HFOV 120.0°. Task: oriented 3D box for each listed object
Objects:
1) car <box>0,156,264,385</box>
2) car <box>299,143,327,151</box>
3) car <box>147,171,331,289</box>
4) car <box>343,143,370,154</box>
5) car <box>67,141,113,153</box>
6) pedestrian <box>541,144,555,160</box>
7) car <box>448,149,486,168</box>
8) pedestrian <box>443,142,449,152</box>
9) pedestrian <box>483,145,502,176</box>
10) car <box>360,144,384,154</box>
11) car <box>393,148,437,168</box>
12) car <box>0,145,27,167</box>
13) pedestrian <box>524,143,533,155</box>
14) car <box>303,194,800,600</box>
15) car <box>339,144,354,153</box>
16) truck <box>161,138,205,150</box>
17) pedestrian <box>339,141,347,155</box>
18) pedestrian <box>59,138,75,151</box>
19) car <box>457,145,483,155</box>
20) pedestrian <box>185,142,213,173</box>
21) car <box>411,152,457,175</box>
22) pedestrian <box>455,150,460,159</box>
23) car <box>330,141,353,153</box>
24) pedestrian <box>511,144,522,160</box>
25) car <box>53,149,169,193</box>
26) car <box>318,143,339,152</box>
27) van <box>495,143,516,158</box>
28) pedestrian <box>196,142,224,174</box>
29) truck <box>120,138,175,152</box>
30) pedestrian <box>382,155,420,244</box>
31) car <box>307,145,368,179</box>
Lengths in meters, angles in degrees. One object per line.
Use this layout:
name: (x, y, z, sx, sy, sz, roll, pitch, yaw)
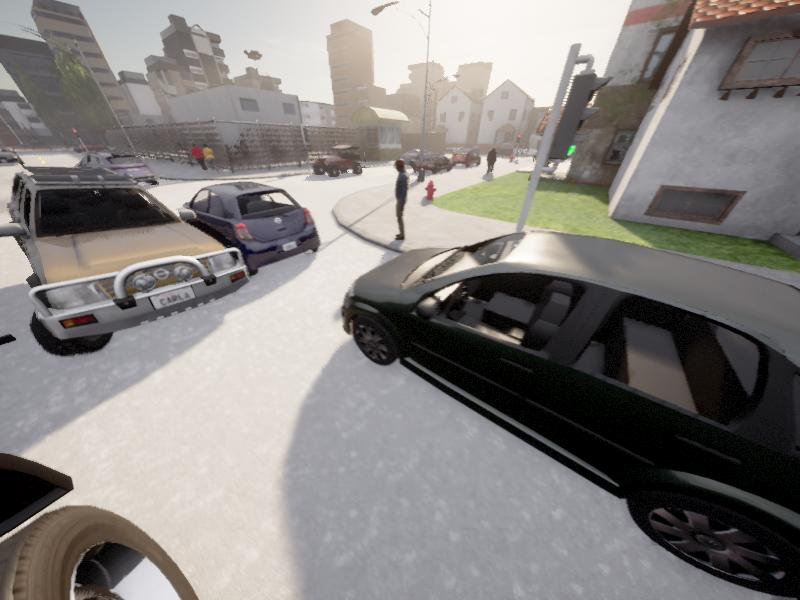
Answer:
car: (-4.678, -1.045, 3.805, 4.605, 1.855, 1.932, 24, 35, 26)
car: (-18.847, -33.314, 50.305, 2.033, 1.415, 5.357, 23, 41, 29)
car: (-3.618, -1.874, 5.290, 3.633, 1.501, 1.845, 23, 41, 29)
car: (-8.019, -28.175, 42.860, 2.242, 1.667, 4.611, 23, 41, 29)
car: (-51.083, -25.295, 38.173, 1.851, 1.617, 3.988, 4, 35, 4)
pedestrian: (20.717, -20.747, 32.342, 0.751, 1.860, 0.751, -8, 36, -12)
car: (7.171, -15.129, 24.560, 2.007, 1.525, 4.514, 23, 41, 29)
pedestrian: (10.002, -33.083, 49.949, 0.751, 1.860, 0.751, 29, 44, 35)
pedestrian: (6.825, -10.323, 17.118, 0.751, 1.860, 0.751, 24, 41, 29)
car: (-5.038, -27.351, 41.841, 1.816, 1.474, 4.193, 23, 41, 29)
car: (1.665, -14.790, 23.997, 2.128, 1.511, 4.902, 23, 41, 29)
car: (-35.835, -12.975, 20.796, 4.193, 1.474, 1.816, 23, 41, 29)
pedestrian: (24.787, -29.167, 44.551, 0.751, 1.860, 0.751, 24, 41, 29)
car: (1.204, 0.183, 2.338, 3.988, 1.617, 1.851, 24, 41, 29)
car: (-10.092, -28.554, 43.553, 1.481, 1.379, 2.207, 23, 41, 29)
truck: (-46.451, -33.525, 49.671, 2.390, 2.098, 6.274, 23, 41, 29)
pedestrian: (-9.174, -24.392, 37.120, 0.751, 1.860, 0.751, 14, 37, 19)
pedestrian: (-59.069, -27.671, 41.017, 0.751, 1.860, 0.751, 17, 38, 22)
car: (13.640, -29.302, 45.125, 4.193, 1.474, 1.816, 29, 44, 35)
pedestrian: (-14.612, -10.404, 16.865, 0.751, 1.860, 0.751, 24, 41, 30)
car: (2.999, -11.896, 19.974, 1.994, 1.385, 4.181, 23, 40, 28)
pedestrian: (8.558, -21.587, 34.216, 0.500, 1.100, 0.500, 7, 35, 9)
car: (-11.305, -29.867, 45.058, 1.905, 1.878, 3.866, 23, 41, 29)
pedestrian: (16.299, -20.641, 32.314, 0.751, 1.860, 0.751, 4, 35, 5)
car: (-15.595, -7.115, 12.555, 4.856, 1.649, 2.033, 15, 39, 19)
car: (-14.851, -31.925, 48.262, 1.845, 1.501, 3.633, 23, 41, 29)
van: (17.884, -25.521, 39.304, 1.775, 1.987, 4.442, 4, 35, 5)
pedestrian: (-13.446, -10.077, 16.413, 0.751, 1.860, 0.751, 24, 41, 30)
truck: (-47.169, -29.142, 43.347, 2.390, 2.098, 6.274, 23, 41, 29)
pedestrian: (0.039, -2.398, 5.591, 0.751, 1.860, 0.751, 5, 35, 6)
car: (-4.463, -10.315, 17.114, 1.905, 1.878, 3.866, 23, 41, 29)
